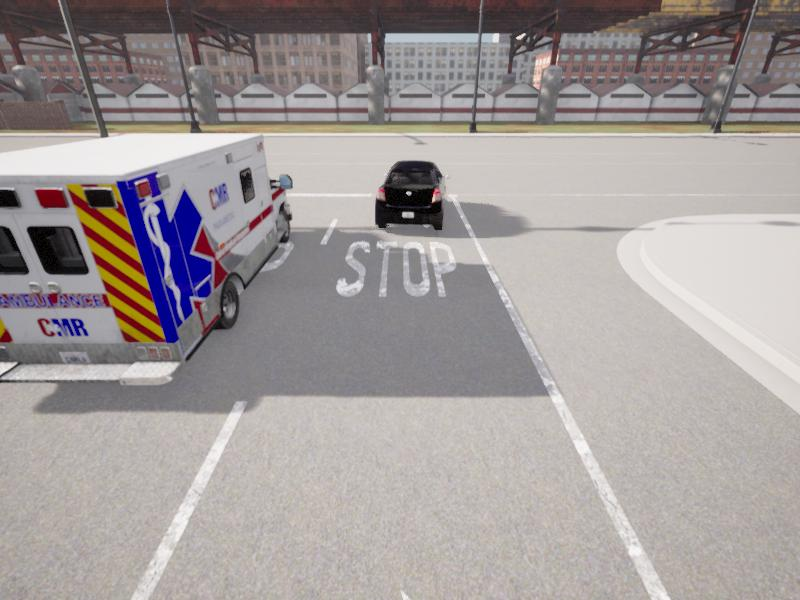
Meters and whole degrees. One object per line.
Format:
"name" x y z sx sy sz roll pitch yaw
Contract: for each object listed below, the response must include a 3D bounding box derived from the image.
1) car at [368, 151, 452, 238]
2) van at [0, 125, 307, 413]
"car" 0.412 -3.019 10.851 1.845 1.501 3.633 3 27 6
"van" -3.494 -1.323 6.559 2.351 2.431 6.366 0 27 0
